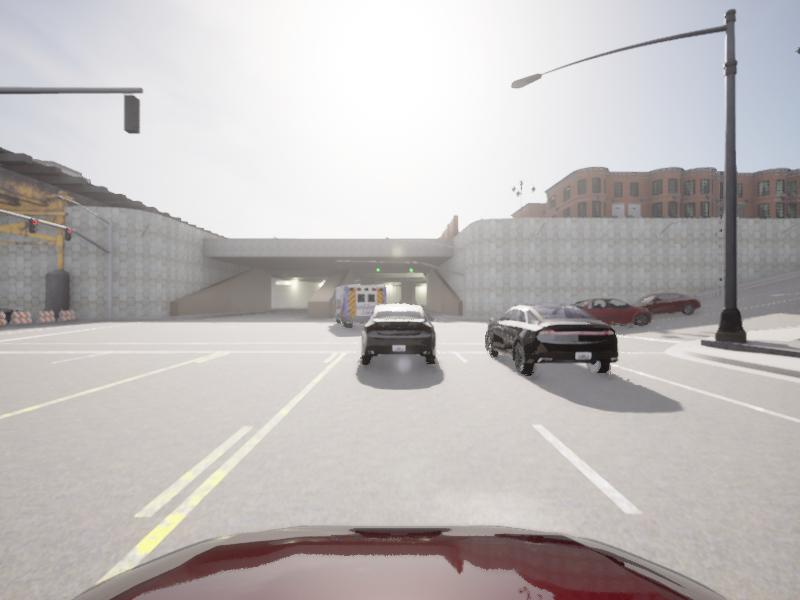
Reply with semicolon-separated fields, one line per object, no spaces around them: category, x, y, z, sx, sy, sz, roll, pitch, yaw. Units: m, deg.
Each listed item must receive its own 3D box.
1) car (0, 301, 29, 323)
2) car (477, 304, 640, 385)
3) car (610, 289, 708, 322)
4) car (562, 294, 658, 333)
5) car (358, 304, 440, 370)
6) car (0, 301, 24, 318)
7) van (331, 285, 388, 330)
car;-29.075;0.833;27.411;2.038;1.542;4.974;0;0;28
car;3.461;0.860;9.996;2.128;1.511;4.902;0;0;0
car;15.750;0.306;24.547;4.674;1.442;1.812;-6;0;1
car;10.923;0.680;21.018;3.988;1.617;1.851;-4;0;-4
car;-0.064;0.873;11.483;1.837;1.490;4.892;0;-1;-1
car;-29.099;0.675;27.365;1.853;1.218;4.536;0;0;28
van;-2.729;0.411;25.110;2.351;2.431;6.366;0;0;-17
